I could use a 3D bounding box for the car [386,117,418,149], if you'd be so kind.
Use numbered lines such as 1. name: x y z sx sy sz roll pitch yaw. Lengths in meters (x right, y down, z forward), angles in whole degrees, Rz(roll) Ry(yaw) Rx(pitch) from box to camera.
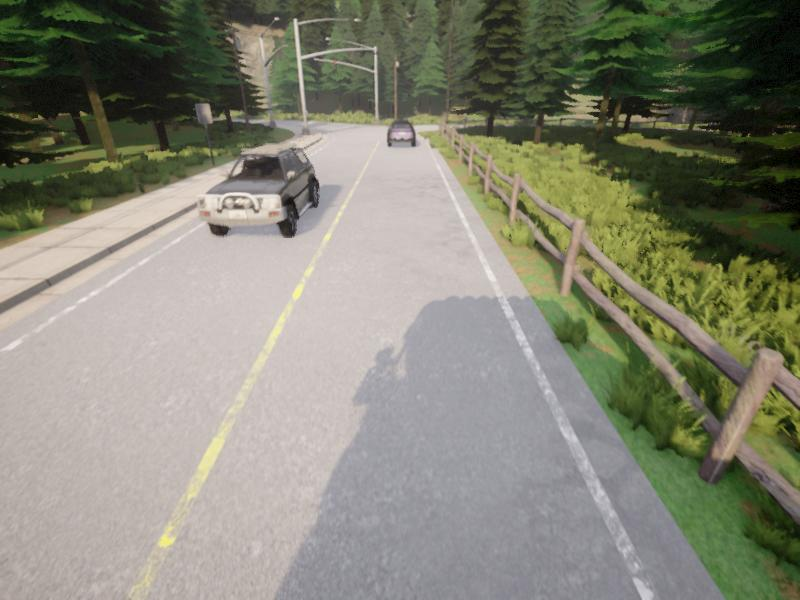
1. car: 0.069 -11.604 27.633 2.033 1.649 4.856 -1 27 -1

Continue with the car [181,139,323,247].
1. car: -3.489 -3.069 10.636 1.932 1.855 4.605 0 27 0
